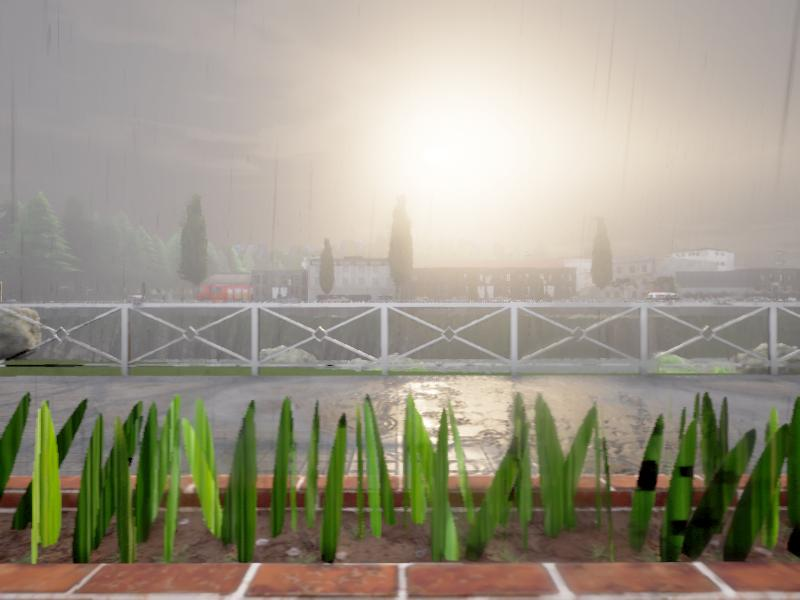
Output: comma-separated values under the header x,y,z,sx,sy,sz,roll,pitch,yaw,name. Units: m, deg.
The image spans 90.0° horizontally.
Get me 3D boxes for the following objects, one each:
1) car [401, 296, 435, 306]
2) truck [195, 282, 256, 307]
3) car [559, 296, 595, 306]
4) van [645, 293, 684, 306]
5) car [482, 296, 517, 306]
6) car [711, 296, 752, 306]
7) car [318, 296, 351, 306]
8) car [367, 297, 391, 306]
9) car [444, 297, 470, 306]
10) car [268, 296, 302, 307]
x,y,z,sx,sy,sz,roll,pitch,yaw,name
2.849,0.166,64.356,5.238,1.638,1.930,0,0,0,car
-27.973,-0.881,64.364,8.468,3.827,2.891,0,0,0,truck
28.443,0.127,64.352,4.856,1.649,2.033,0,0,0,car
39.813,-0.085,60.350,4.480,2.038,2.069,0,0,0,van
15.986,0.148,64.353,5.238,1.638,1.930,-1,0,0,car
53.214,0.145,64.346,5.008,1.535,1.882,0,0,0,car
-10.500,0.195,64.358,5.027,1.651,2.152,0,0,0,car
-3.352,0.258,64.352,3.806,1.475,1.970,0,0,0,car
9.114,0.240,64.351,3.806,1.475,1.970,0,0,0,car
-18.481,0.205,64.363,4.856,1.649,2.033,0,0,0,car
